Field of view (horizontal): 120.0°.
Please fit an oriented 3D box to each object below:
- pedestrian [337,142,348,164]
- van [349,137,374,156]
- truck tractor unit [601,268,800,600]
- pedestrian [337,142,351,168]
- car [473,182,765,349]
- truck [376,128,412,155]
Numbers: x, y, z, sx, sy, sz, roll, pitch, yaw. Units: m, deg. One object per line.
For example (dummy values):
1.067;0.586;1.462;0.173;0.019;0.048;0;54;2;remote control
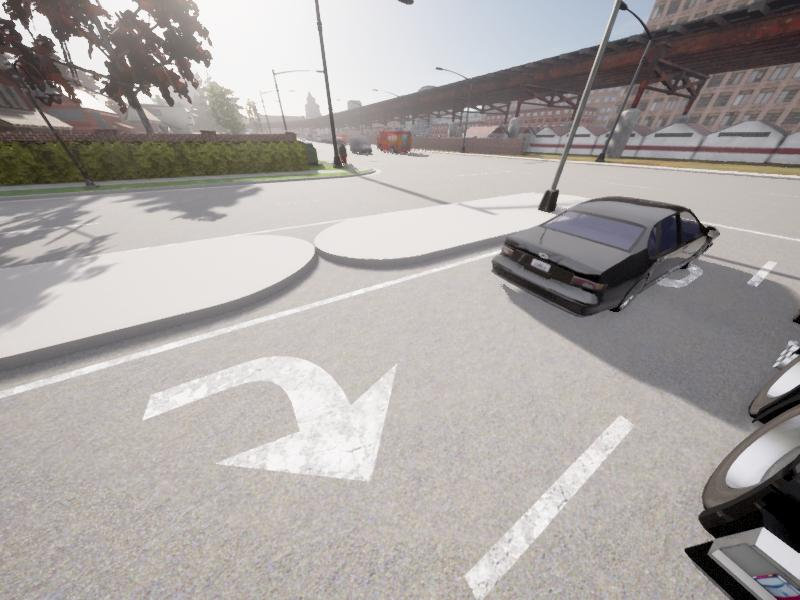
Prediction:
-5.789;-14.738;23.174;0.751;1.860;0.751;-11;36;-15;pedestrian
-6.782;-26.757;40.051;1.988;2.561;5.915;-18;39;-24;van
5.115;-0.296;0.773;6.516;4.208;3.053;-18;39;-24;truck tractor unit
-4.900;-12.743;20.316;0.751;1.860;0.751;-18;39;-24;pedestrian
4.265;-1.187;4.512;5.357;1.411;2.033;-18;39;-24;car
-1.284;-29.947;43.527;2.891;3.827;8.468;-18;39;-25;truck
